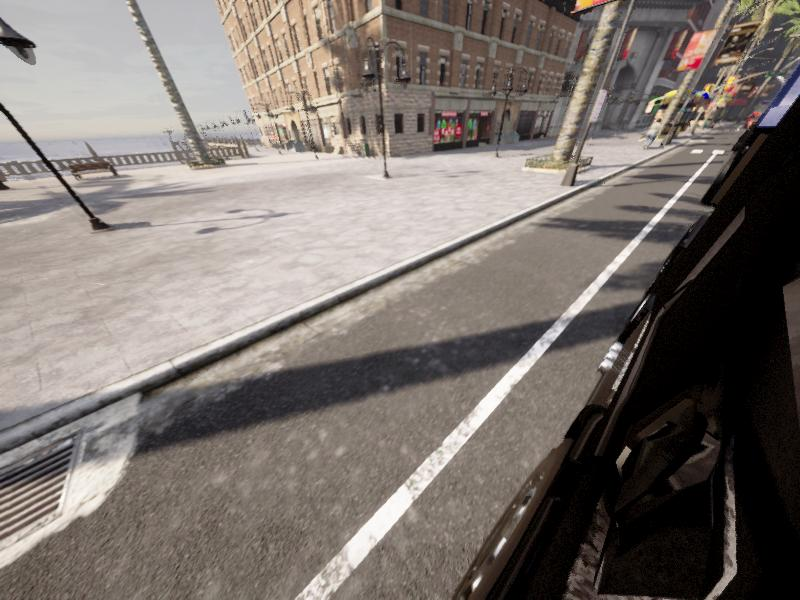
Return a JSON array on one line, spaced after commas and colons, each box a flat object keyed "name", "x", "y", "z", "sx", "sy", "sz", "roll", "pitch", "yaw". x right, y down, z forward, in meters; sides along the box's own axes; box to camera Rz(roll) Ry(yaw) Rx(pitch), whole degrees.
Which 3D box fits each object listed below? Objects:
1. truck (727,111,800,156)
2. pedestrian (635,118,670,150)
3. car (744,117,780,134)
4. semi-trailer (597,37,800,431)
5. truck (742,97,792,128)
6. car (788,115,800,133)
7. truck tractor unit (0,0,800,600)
[{"name": "truck", "x": 24.741, "y": -11.117, "z": 15.278, "sx": 6.274, "sy": 2.098, "sz": 2.390, "roll": -25, "pitch": 42, "yaw": -28}, {"name": "pedestrian", "x": 18.352, "y": -12.078, "z": 16.836, "sx": 0.751, "sy": 1.860, "sz": 0.751, "roll": -16, "pitch": 39, "yaw": -17}, {"name": "car", "x": 44.899, "y": -21.705, "z": 28.688, "sx": 3.705, "sy": 1.549, "sz": 1.789, "roll": -28, "pitch": 44, "yaw": -30}, {"name": "semi-trailer", "x": 8.729, "y": -3.575, "z": 4.211, "sx": 14.254, "sy": 4.402, "sz": 2.717, "roll": -28, "pitch": 43, "yaw": -30}, {"name": "truck", "x": 64.021, "y": -32.785, "z": 40.461, "sx": 8.468, "sy": 3.827, "sz": 2.891, "roll": -27, "pitch": 43, "yaw": -29}, {"name": "car", "x": 49.057, "y": -21.167, "z": 27.702, "sx": 5.366, "sy": 1.575, "sz": 1.801, "roll": -29, "pitch": 44, "yaw": -30}, {"name": "truck tractor unit", "x": 2.645, "y": -0.295, "z": 0.351, "sx": 6.516, "sy": 4.208, "sz": 3.053, "roll": -28, "pitch": 44, "yaw": -30}]
